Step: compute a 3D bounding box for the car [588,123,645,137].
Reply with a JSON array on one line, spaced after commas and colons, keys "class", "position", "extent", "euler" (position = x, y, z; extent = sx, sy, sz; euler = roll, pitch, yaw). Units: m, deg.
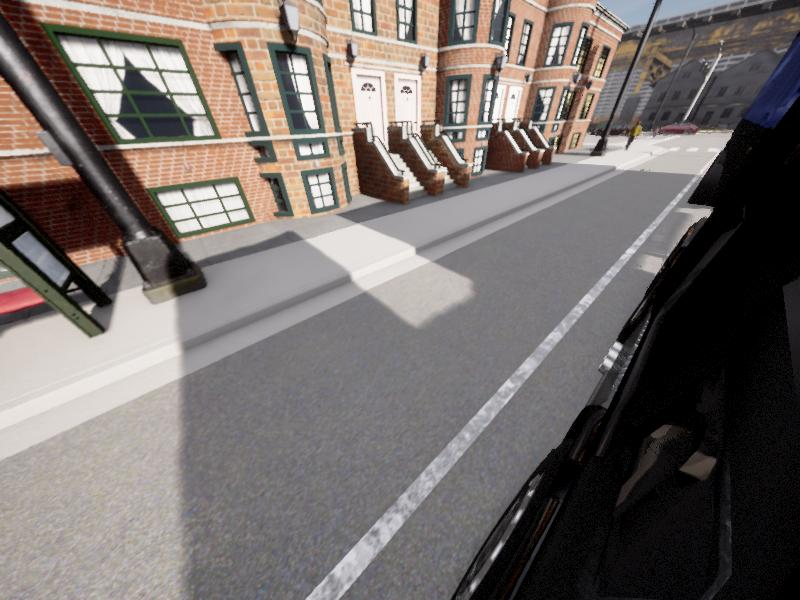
[{"class": "car", "position": [29.858, -23.537, 32.112], "extent": [2.033, 1.411, 5.357], "euler": [-28, 44, -30]}]

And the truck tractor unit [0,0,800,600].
[{"class": "truck tractor unit", "position": [2.645, -0.295, 0.351], "extent": [6.516, 4.208, 3.053], "euler": [-28, 44, -30]}]

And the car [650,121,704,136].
[{"class": "car", "position": [36.203, -22.443, 30.267], "extent": [1.994, 1.385, 4.181], "euler": [-28, 44, -30]}]

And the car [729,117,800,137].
[{"class": "car", "position": [38.316, -17.784, 23.785], "extent": [1.837, 1.490, 4.892], "euler": [-28, 43, -30]}]

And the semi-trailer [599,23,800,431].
[{"class": "semi-trailer", "position": [8.607, -3.663, 4.320], "extent": [14.254, 4.402, 2.717], "euler": [-29, 44, -31]}]

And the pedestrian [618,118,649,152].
[{"class": "pedestrian", "position": [16.182, -11.408, 16.051], "extent": [0.751, 1.860, 0.751], "euler": [29, 47, 35]}]
